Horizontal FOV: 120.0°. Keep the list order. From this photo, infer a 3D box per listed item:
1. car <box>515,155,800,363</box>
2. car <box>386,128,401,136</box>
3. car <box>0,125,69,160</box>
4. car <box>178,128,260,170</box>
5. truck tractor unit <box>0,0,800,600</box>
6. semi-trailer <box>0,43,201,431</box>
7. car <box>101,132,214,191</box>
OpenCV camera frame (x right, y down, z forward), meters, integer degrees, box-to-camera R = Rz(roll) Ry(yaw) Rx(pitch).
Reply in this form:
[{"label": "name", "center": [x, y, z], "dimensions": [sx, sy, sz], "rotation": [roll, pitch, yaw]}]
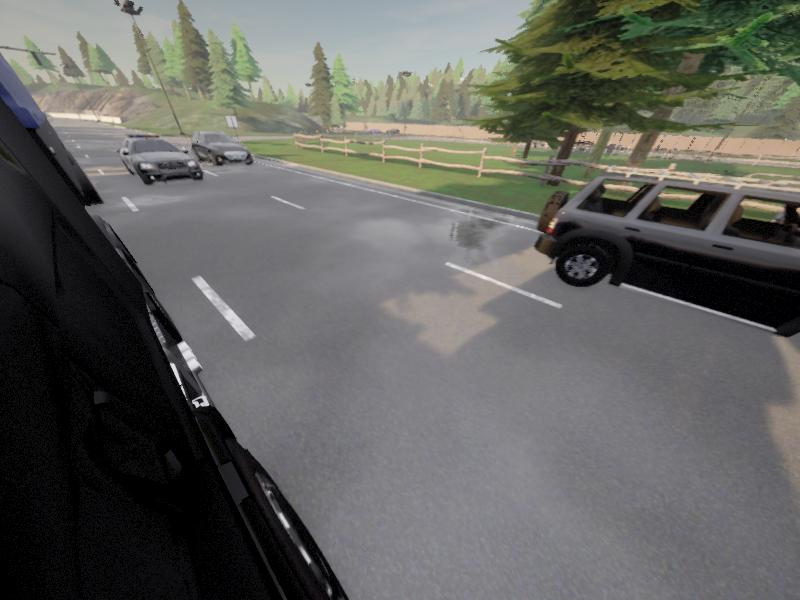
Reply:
[{"label": "car", "center": [4.726, -0.869, 3.547], "dimensions": [4.605, 1.855, 1.932], "rotation": [28, 44, 30]}, {"label": "car", "center": [-2.174, -54.870, 75.382], "dimensions": [4.605, 1.855, 1.932], "rotation": [28, 44, 30]}, {"label": "car", "center": [-21.877, -9.417, 13.716], "dimensions": [4.181, 1.385, 1.994], "rotation": [28, 44, 30]}, {"label": "car", "center": [-10.773, -9.059, 13.729], "dimensions": [4.856, 1.649, 2.033], "rotation": [28, 44, 30]}, {"label": "truck tractor unit", "center": [-2.645, -0.295, 0.351], "dimensions": [6.516, 4.208, 3.053], "rotation": [28, 44, 30]}, {"label": "semi-trailer", "center": [-8.693, -3.608, 4.236], "dimensions": [14.254, 4.402, 2.717], "rotation": [28, 44, 30]}, {"label": "car", "center": [-10.312, -6.032, 9.790], "dimensions": [4.974, 1.542, 2.038], "rotation": [28, 44, 30]}]
